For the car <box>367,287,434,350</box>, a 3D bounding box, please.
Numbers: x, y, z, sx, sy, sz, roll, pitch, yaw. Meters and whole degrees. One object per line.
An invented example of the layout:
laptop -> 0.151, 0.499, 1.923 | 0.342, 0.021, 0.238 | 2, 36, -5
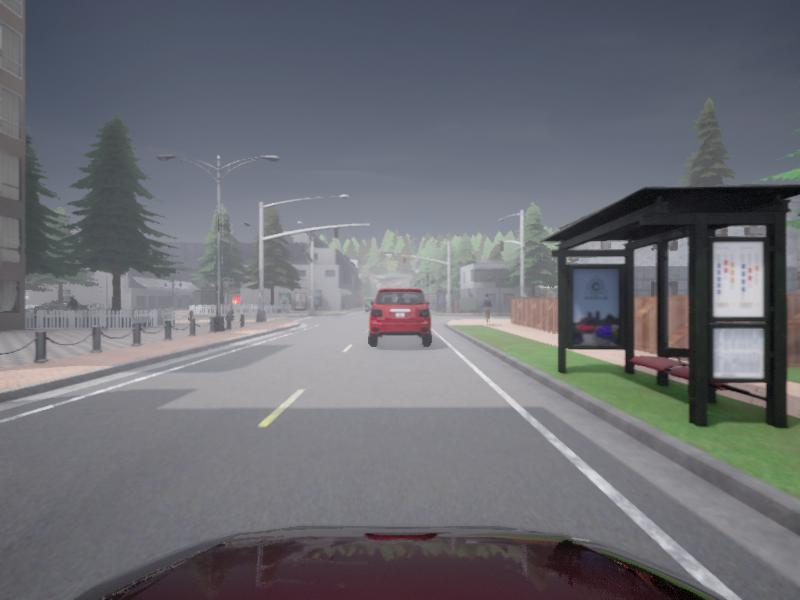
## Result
car -> 0.010, 0.590, 15.674 | 2.150, 2.045, 5.566 | 0, 0, 0

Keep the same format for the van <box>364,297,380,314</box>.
van -> -3.464, 0.667, 50.609 | 1.775, 1.987, 4.442 | 0, 0, 0

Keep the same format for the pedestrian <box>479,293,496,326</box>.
pedestrian -> 5.011, 0.516, 22.906 | 0.751, 1.860, 0.751 | 0, 0, -2

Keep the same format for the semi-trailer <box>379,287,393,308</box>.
semi-trailer -> -3.102, -0.497, 89.840 | 2.717, 4.402, 14.254 | 0, 0, 0

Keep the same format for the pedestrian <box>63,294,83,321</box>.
pedestrian -> -22.834, 0.537, 27.946 | 0.751, 1.860, 0.751 | 0, 0, 1
